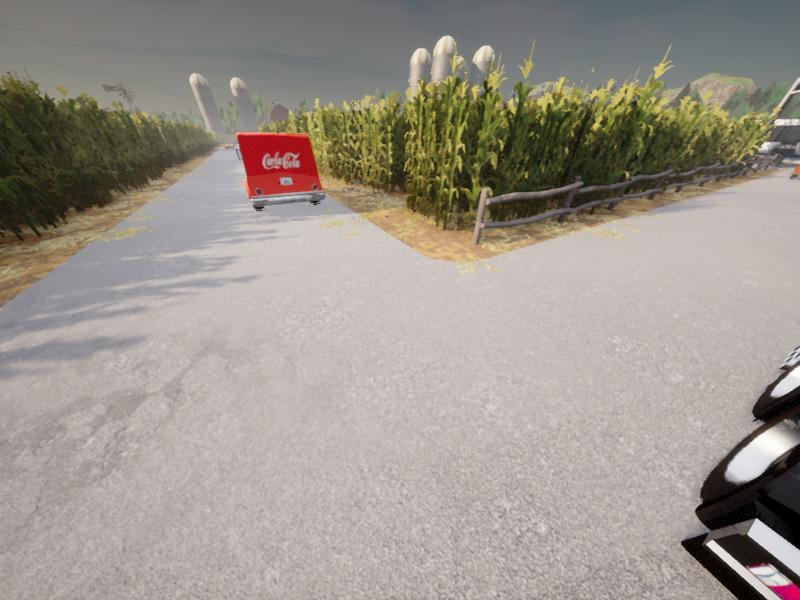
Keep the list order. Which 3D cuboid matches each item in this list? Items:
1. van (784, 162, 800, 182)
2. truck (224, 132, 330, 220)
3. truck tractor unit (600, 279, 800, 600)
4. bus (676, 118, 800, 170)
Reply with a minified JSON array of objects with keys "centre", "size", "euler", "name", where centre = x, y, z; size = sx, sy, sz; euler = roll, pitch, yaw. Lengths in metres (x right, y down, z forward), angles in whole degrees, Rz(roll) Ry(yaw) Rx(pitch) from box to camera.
[{"centre":[29.505,-9.466,16.100],"size":[4.442,1.987,1.775],"euler":[-19,39,-25],"name":"van"},{"centre":[-5.139,-5.423,9.604],"size":[2.627,2.467,5.204],"euler":[-18,39,-24],"name":"truck"},{"centre":[5.133,-0.279,0.740],"size":[6.516,4.208,3.053],"euler":[-17,39,-23],"name":"truck tractor unit"},{"centre":[40.543,-17.858,26.286],"size":[3.944,4.253,10.273],"euler":[-17,40,-24],"name":"bus"}]
